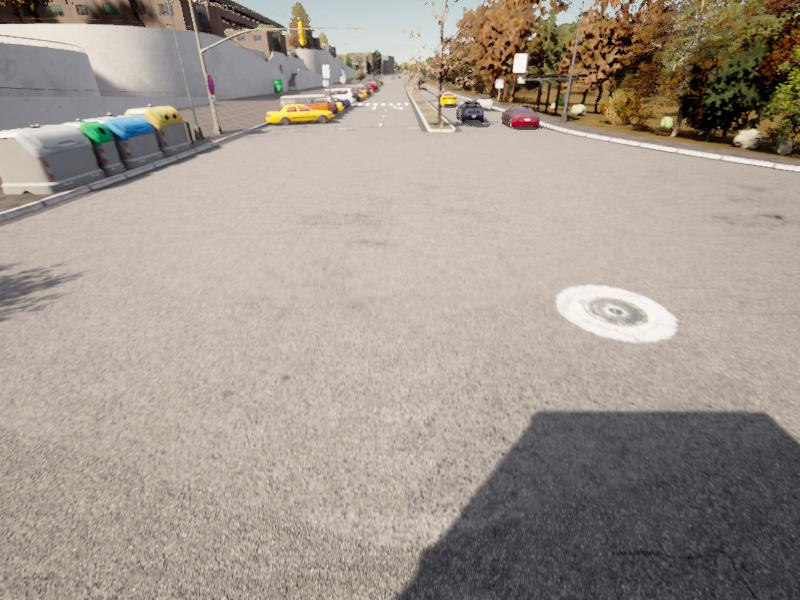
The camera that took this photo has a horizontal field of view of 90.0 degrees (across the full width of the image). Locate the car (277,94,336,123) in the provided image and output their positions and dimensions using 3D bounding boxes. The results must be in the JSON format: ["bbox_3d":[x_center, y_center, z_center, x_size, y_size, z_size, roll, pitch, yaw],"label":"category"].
[{"bbox_3d":[-8.012,-16.463,34.297,4.442,1.987,1.878,-11,31,-17],"label":"car"}]

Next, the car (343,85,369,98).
[{"bbox_3d":[-8.059,-38.270,73.372,4.442,1.987,1.878,-11,30,-17],"label":"car"}]

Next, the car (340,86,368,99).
[{"bbox_3d":[-8.133,-36.708,70.777,4.553,1.767,2.185,-11,31,-17],"label":"car"}]

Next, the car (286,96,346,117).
[{"bbox_3d":[-8.297,-19.136,39.512,5.366,1.575,1.946,-11,31,-17],"label":"car"}]

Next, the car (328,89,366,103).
[{"bbox_3d":[-7.974,-30.846,60.449,5.366,1.575,1.946,-11,30,-17],"label":"car"}]

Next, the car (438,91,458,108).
[{"bbox_3d":[5.760,-24.494,48.810,1.882,1.535,5.008,0,29,0],"label":"car"}]

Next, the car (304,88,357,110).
[{"bbox_3d":[-8.163,-23.760,47.235,5.566,2.045,2.435,-11,31,-17],"label":"car"}]

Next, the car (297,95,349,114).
[{"bbox_3d":[-8.119,-20.629,42.169,4.892,1.521,2.231,-11,31,-17],"label":"car"}]

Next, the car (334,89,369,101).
[{"bbox_3d":[-7.980,-33.736,65.668,5.366,1.575,1.946,-11,30,-17],"label":"car"}]

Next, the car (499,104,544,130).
[{"bbox_3d":[8.797,-13.498,29.368,1.994,1.385,4.181,0,29,0],"label":"car"}]

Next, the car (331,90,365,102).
[{"bbox_3d":[-8.176,-32.220,63.007,4.792,1.488,2.163,-11,31,-17],"label":"car"}]

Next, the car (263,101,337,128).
[{"bbox_3d":[-7.941,-14.819,31.827,5.366,1.575,1.946,-11,31,-17],"label":"car"}]

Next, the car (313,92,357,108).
[{"bbox_3d":[-8.145,-25.005,49.978,4.892,1.521,2.231,-11,30,-17],"label":"car"}]

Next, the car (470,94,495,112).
[{"bbox_3d":[8.770,-21.151,42.808,1.845,1.501,3.633,0,29,0],"label":"car"}]

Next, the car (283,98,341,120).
[{"bbox_3d":[-8.145,-17.674,36.973,4.792,1.488,2.163,-11,31,-17],"label":"car"}]

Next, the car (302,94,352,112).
[{"bbox_3d":[-8.135,-22.092,44.772,5.008,1.535,2.097,-11,30,-17],"label":"car"}]

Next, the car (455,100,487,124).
[{"bbox_3d":[5.789,-15.591,33.025,1.816,1.474,4.193,0,29,0],"label":"car"}]

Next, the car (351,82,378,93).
[{"bbox_3d":[-8.216,-48.544,91.489,5.566,2.045,2.435,-11,31,-17],"label":"car"}]
